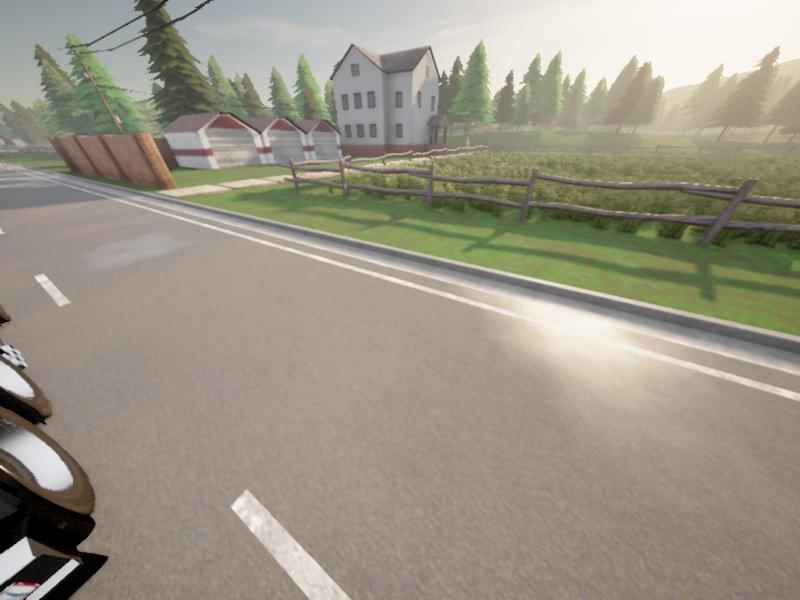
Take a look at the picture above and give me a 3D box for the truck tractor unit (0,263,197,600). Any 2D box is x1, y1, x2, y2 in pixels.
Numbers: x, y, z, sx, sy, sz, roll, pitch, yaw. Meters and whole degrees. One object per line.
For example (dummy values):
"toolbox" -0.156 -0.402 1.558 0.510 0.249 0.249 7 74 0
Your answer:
"truck tractor unit" -5.112 -0.299 0.782 6.516 4.208 3.053 18 39 24
